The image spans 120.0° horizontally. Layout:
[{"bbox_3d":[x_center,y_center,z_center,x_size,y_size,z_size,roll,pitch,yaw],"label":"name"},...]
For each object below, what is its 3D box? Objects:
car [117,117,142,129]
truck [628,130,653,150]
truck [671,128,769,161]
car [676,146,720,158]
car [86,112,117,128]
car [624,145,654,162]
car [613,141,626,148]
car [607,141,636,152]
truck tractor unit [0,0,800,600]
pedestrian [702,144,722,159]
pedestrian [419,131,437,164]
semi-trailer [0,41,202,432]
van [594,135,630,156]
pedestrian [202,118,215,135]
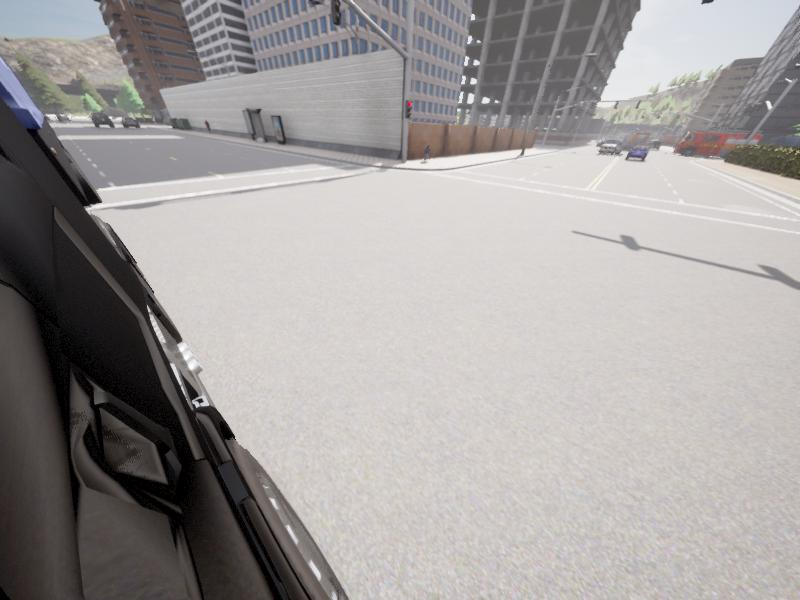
[{"bbox_3d":[-50.370,-33.034,43.021,4.856,1.649,2.033,28,44,30],"label":"car"},{"bbox_3d":[61.481,-41.065,59.144,2.891,3.827,8.468,28,44,30],"label":"truck"},{"bbox_3d":[52.301,-25.912,38.371,8.468,3.827,2.891,27,43,29],"label":"truck"},{"bbox_3d":[53.738,-26.834,41.796,4.718,1.301,1.895,27,43,29],"label":"car"},{"bbox_3d":[-52.668,-31.685,40.742,5.566,2.045,2.150,28,44,30],"label":"car"},{"bbox_3d":[29.615,-18.271,28.662,2.007,1.525,4.514,29,44,31],"label":"car"},{"bbox_3d":[56.837,-40.176,59.767,1.895,1.301,4.718,28,44,30],"label":"car"},{"bbox_3d":[45.127,-31.376,47.110,3.988,1.617,1.851,27,43,29],"label":"car"},{"bbox_3d":[-2.645,-0.295,0.351,6.516,4.208,3.053,28,44,30],"label":"truck tractor unit"},{"bbox_3d":[49.204,-23.419,36.455,0.751,1.860,0.751,1,37,-3],"label":"pedestrian"},{"bbox_3d":[1.956,-10.706,16.243,0.751,1.860,0.751,25,42,26],"label":"pedestrian"},{"bbox_3d":[-8.696,-3.621,4.207,14.254,4.402,2.717,28,44,30],"label":"semi-trailer"},{"bbox_3d":[32.296,-23.557,35.125,6.366,2.431,2.351,-30,47,-35],"label":"van"},{"bbox_3d":[-27.418,-24.812,33.063,0.751,1.860,0.751,31,45,32],"label":"pedestrian"}]
